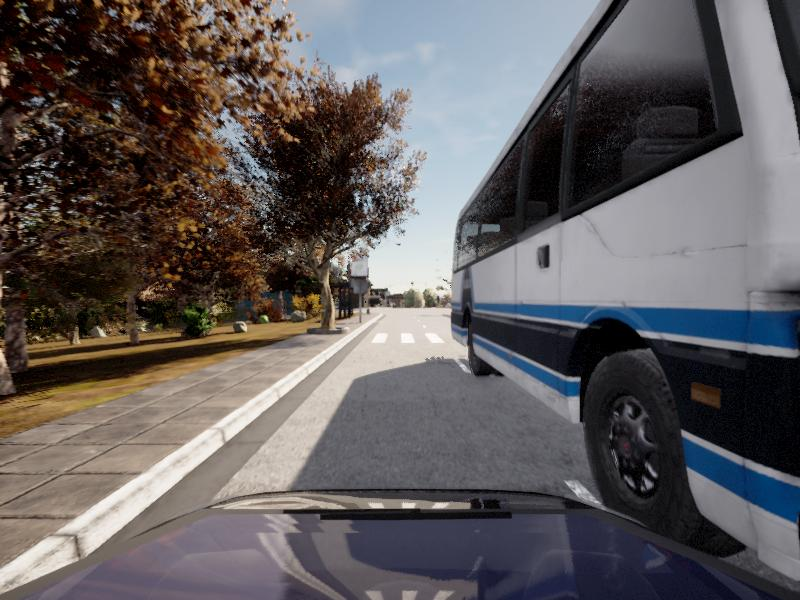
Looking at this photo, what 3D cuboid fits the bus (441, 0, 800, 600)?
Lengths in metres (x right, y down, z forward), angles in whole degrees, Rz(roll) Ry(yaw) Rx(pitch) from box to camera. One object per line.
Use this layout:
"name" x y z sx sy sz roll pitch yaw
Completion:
"bus" 3.124 -0.536 6.104 3.944 4.253 10.273 0 0 0
